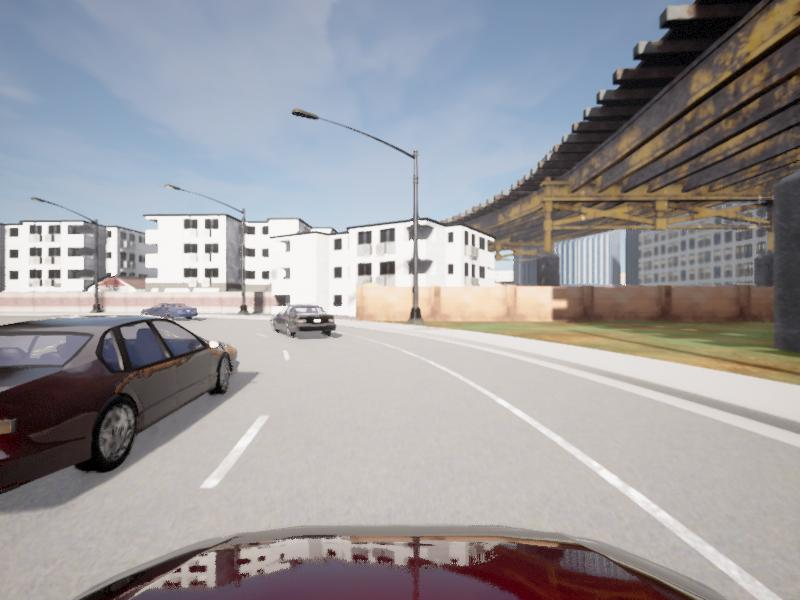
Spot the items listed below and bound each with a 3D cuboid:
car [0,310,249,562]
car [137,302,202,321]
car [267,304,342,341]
[{"bbox_3d":[-3.681,0.897,5.019,2.033,1.411,5.357,0,0,-6],"label":"car"},{"bbox_3d":[-18.683,0.908,32.350,5.357,1.411,2.033,0,0,29],"label":"car"},{"bbox_3d":[-4.621,0.902,18.602,2.033,1.411,5.357,0,0,-29],"label":"car"}]
